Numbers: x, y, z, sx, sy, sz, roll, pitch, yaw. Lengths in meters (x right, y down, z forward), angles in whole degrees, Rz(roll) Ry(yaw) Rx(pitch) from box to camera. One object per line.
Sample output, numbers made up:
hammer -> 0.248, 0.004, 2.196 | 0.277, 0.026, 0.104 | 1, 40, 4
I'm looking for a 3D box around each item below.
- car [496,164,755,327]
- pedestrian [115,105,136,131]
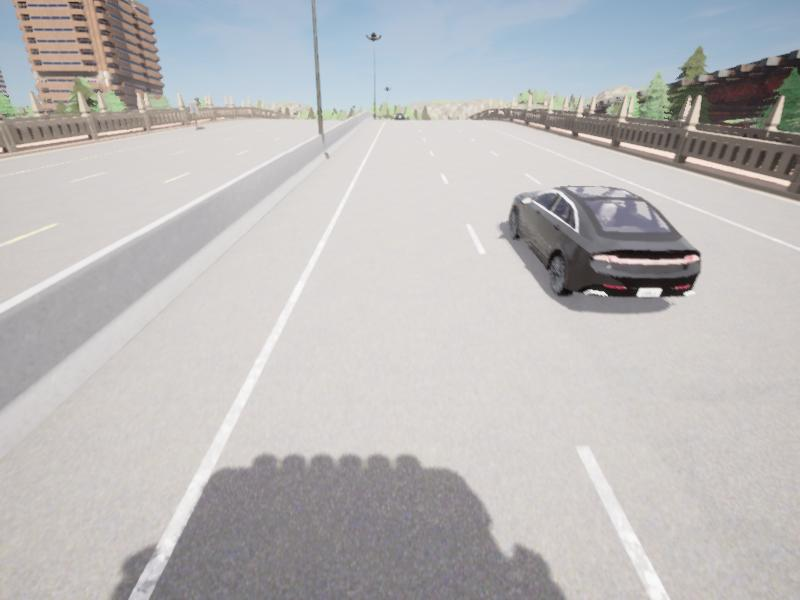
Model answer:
car -> 3.503, -1.415, 7.671 | 2.128, 1.511, 4.902 | 0, 28, 0
pedestrian -> -21.743, -14.435, 31.735 | 0.751, 1.860, 0.751 | 0, 20, 0
